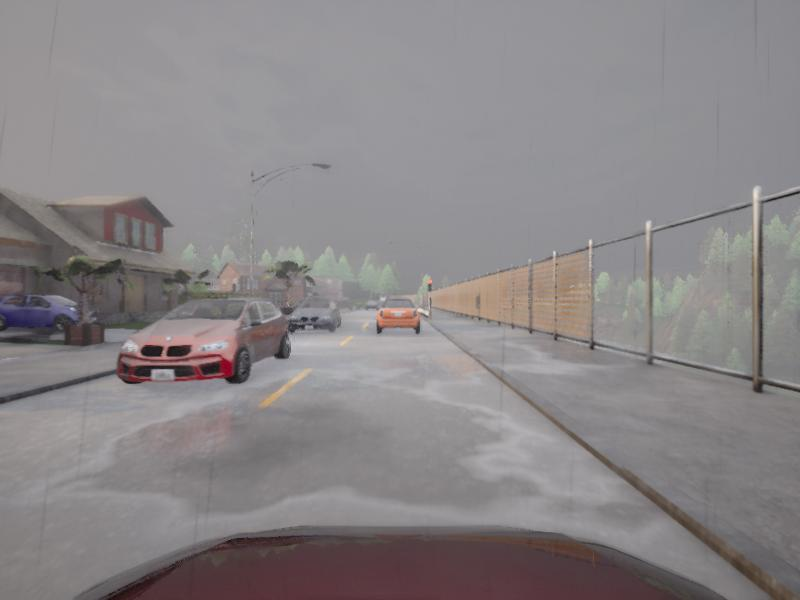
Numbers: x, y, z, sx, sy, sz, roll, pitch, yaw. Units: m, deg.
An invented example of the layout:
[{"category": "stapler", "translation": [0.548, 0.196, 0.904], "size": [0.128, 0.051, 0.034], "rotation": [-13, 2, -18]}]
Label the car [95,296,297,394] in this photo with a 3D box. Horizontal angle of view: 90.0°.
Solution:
[{"category": "car", "translation": [-4.046, 0.752, 9.077], "size": [2.242, 1.667, 4.611], "rotation": [0, 0, 0]}]

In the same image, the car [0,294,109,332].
[{"category": "car", "translation": [-14.592, 0.512, 16.615], "size": [3.633, 1.501, 1.845], "rotation": [0, 0, -3]}]

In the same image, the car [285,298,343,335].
[{"category": "car", "translation": [-4.293, 0.746, 20.726], "size": [2.242, 1.667, 4.611], "rotation": [0, 0, -3]}]

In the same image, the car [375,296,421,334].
[{"category": "car", "translation": [-0.076, 0.688, 20.664], "size": [2.097, 1.767, 4.553], "rotation": [0, 0, 0]}]
